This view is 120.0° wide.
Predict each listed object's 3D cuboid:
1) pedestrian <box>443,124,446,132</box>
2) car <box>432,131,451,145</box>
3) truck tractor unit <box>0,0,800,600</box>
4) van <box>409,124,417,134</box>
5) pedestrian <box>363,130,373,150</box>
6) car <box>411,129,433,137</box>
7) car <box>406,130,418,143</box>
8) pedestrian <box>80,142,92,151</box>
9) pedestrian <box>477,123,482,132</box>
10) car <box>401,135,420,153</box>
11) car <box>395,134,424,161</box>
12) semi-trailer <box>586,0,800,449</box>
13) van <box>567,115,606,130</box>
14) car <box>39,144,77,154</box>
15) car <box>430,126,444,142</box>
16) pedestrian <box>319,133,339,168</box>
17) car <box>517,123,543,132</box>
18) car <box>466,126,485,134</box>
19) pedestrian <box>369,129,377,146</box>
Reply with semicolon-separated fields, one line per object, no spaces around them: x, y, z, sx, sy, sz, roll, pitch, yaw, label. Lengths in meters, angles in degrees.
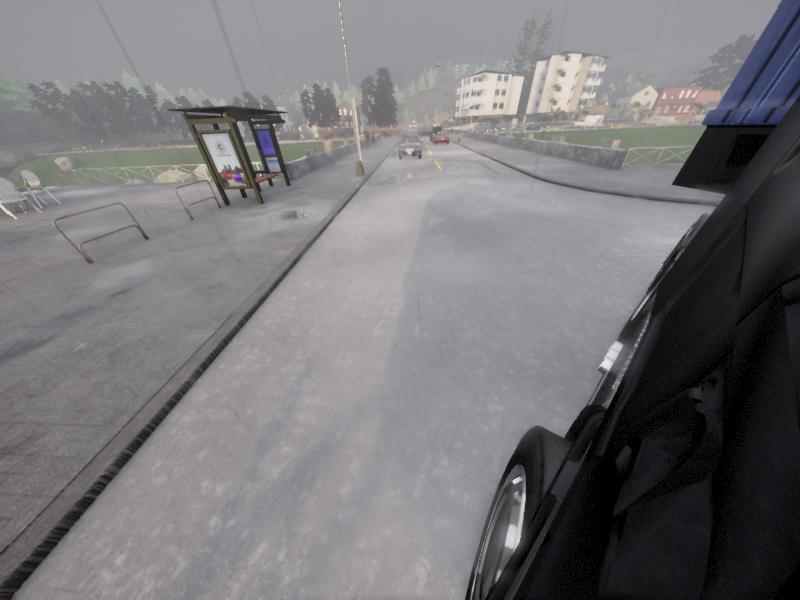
13.985;-54.453;73.100;0.751;1.860;0.751;0;37;4;pedestrian
5.585;-22.354;31.823;1.994;1.385;4.181;-1;37;2;car
2.645;-0.295;0.352;6.516;4.208;3.053;-28;44;-30;truck tractor unit
4.074;-53.958;72.983;2.351;2.431;6.366;0;37;4;van
-3.667;-18.488;26.654;0.751;1.860;0.751;3;37;8;pedestrian
5.130;-39.153;54.126;5.357;1.411;2.033;-31;45;-32;car
1.940;-26.997;38.109;1.837;1.490;4.892;0;37;4;car
-78.994;-38.623;58.135;0.751;1.860;0.751;-5;37;-3;pedestrian
20.814;-45.010;60.150;0.751;1.860;0.751;-3;37;0;pedestrian
1.155;-17.137;25.239;1.895;1.301;4.718;0;37;4;car
0.908;-13.038;19.635;2.128;1.511;4.902;1;37;4;car
9.986;-2.029;2.027;14.254;4.402;2.717;-9;38;-7;semi-trailer
43.527;-41.538;54.006;6.366;2.431;2.351;0;37;4;van
-83.518;-36.898;56.523;2.033;1.649;4.856;0;37;4;car
5.906;-26.867;37.357;1.905;1.878;3.866;0;37;4;car
-4.703;-9.938;15.371;0.751;1.860;0.751;-1;37;2;pedestrian
30.937;-41.156;55.072;4.892;1.490;1.837;0;37;3;car
18.286;-41.152;55.878;3.806;1.475;1.970;0;37;4;car
-3.704;-22.337;31.764;0.751;1.860;0.751;0;37;4;pedestrian
